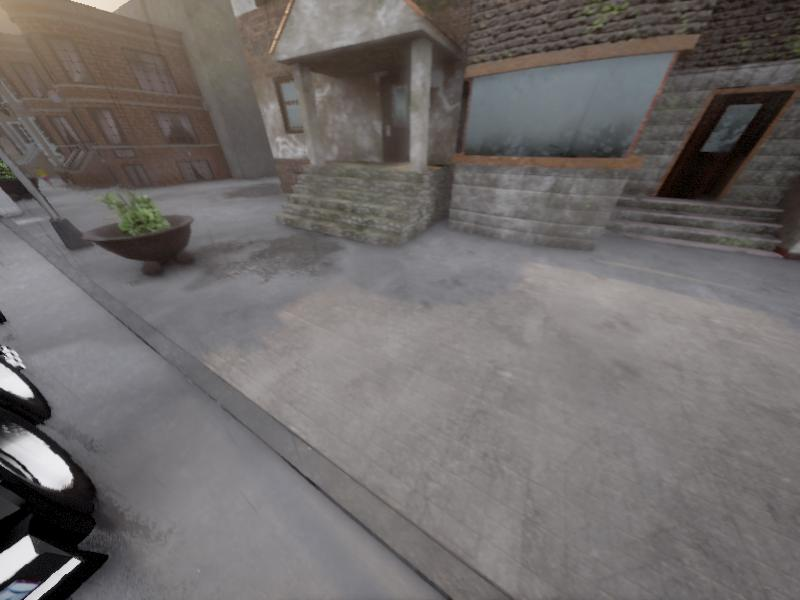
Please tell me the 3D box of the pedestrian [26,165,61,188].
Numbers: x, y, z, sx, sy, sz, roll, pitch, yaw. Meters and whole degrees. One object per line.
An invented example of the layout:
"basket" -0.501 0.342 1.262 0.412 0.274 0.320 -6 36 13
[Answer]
"pedestrian" -19.865 -6.889 12.895 0.500 1.100 0.500 16 38 22

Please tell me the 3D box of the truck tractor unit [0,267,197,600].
"truck tractor unit" -5.116 -0.295 0.776 6.516 4.208 3.053 18 39 24
